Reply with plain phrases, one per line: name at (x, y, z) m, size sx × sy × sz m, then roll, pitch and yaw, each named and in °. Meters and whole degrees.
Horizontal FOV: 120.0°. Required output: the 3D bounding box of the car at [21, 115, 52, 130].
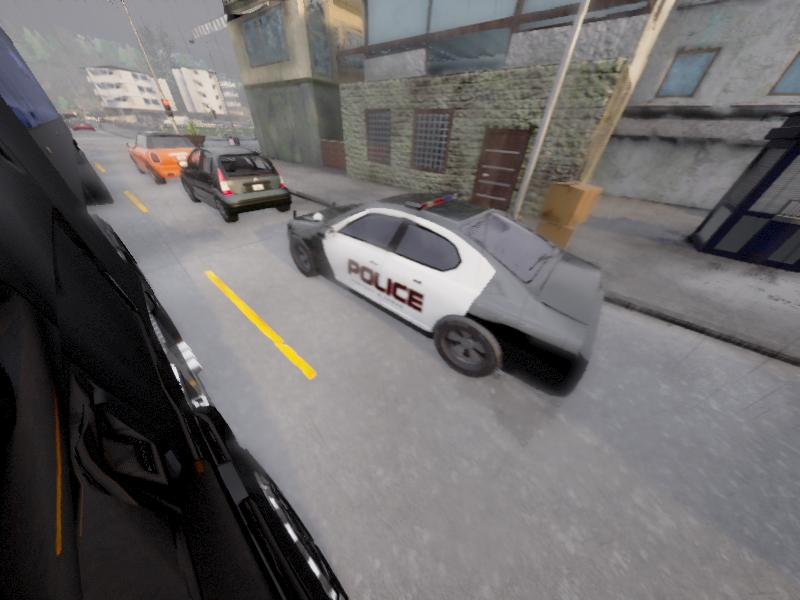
car at (-52.505, -25.690, 33.425) m, size 4.892 × 1.490 × 1.837 m, roll 28°, pitch 43°, yaw 30°

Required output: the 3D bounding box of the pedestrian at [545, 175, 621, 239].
pedestrian at (4.468, -2.307, 5.763) m, size 0.751 × 1.300 × 0.751 m, roll 0°, pitch 37°, yaw -4°

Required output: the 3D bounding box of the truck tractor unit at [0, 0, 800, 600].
truck tractor unit at (-2.645, -0.295, 0.352) m, size 6.516 × 4.208 × 3.053 m, roll 28°, pitch 44°, yaw 30°

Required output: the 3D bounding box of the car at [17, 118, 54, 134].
car at (-44.131, -21.155, 28.058) m, size 4.718 × 1.301 × 1.895 m, roll 28°, pitch 43°, yaw 30°

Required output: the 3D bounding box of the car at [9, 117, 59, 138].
car at (-37.605, -17.806, 23.816) m, size 4.902 × 1.511 × 2.128 m, roll 28°, pitch 43°, yaw 30°

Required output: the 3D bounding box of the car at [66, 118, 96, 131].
car at (-47.252, -25.964, 34.245) m, size 4.181 × 1.385 × 1.994 m, roll 28°, pitch 43°, yaw 30°

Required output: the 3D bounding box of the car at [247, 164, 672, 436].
car at (0.110, -0.837, 3.522) m, size 4.974 × 1.542 × 2.038 m, roll 28°, pitch 43°, yaw 30°

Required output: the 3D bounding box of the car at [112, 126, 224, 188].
car at (-10.101, -6.374, 10.057) m, size 4.553 × 1.767 × 2.097 m, roll 28°, pitch 43°, yaw 30°

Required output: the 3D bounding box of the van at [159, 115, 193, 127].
van at (-64.660, -51.813, 66.911) m, size 2.351 × 2.431 × 6.366 m, roll 28°, pitch 43°, yaw 30°

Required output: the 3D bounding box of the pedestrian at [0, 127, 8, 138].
pedestrian at (-35.433, -15.127, 19.855) m, size 0.751 × 1.860 × 0.751 m, roll -19°, pitch 42°, yaw -27°

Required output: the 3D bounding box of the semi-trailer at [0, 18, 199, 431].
semi-trailer at (-8.583, -3.679, 4.340) m, size 14.254 × 4.402 × 2.717 m, roll 30°, pitch 44°, yaw 31°

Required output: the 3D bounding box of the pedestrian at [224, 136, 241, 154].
pedestrian at (-12.709, -11.795, 17.530) m, size 0.500 × 1.100 × 0.500 m, roll 13°, pitch 38°, yaw 13°

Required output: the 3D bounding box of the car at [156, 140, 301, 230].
car at (-5.060, -3.619, 6.850) m, size 3.988 × 1.617 × 1.851 m, roll 28°, pitch 43°, yaw 30°
